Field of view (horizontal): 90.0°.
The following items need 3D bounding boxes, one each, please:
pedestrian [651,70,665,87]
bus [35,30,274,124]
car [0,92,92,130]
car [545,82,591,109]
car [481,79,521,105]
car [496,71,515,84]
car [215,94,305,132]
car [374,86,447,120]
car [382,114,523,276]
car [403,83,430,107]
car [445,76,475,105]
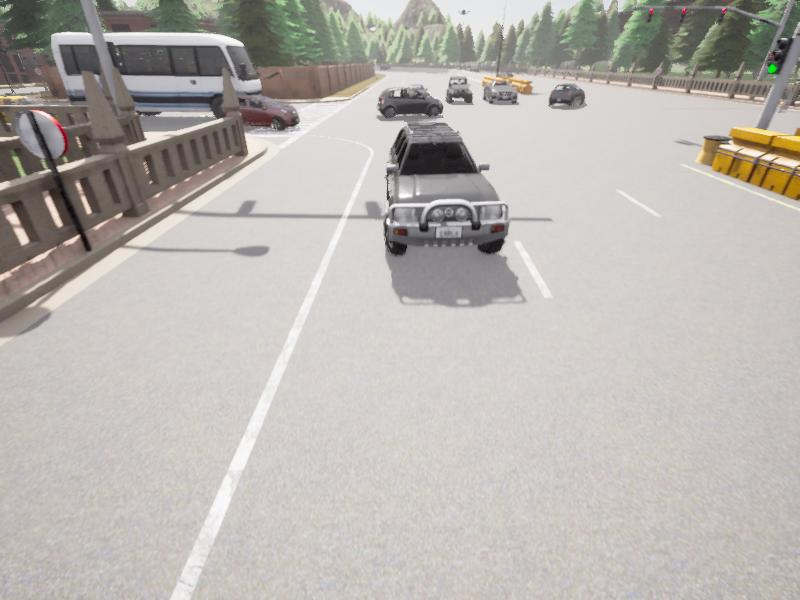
[{"bbox_3d":[31.943,-27.476,49.584,0.751,1.860,0.751,2,31,3],"label":"pedestrian"},{"bbox_3d":[-13.232,-12.684,22.862,10.273,4.253,3.944,1,31,1],"label":"bus"},{"bbox_3d":[-19.386,-9.739,20.553,5.366,1.575,1.801,0,31,1],"label":"car"},{"bbox_3d":[12.754,-15.552,30.316,1.845,1.501,3.633,23,38,32],"label":"car"},{"bbox_3d":[8.298,-17.393,33.304,2.152,1.651,5.027,1,31,1],"label":"car"},{"bbox_3d":[16.183,-34.362,61.684,1.851,1.617,3.988,1,31,1],"label":"car"},{"bbox_3d":[-6.891,-9.371,19.983,3.633,1.501,1.845,5,31,9],"label":"car"},{"bbox_3d":[0.588,-12.008,24.313,3.988,1.617,1.851,-6,31,-11],"label":"car"},{"bbox_3d":[0.660,-2.396,7.984,1.932,1.855,4.605,-2,31,-2],"label":"car"},{"bbox_3d":[1.236,-16.372,31.842,1.994,1.385,4.181,0,31,0],"label":"car"},{"bbox_3d":[4.768,-16.965,32.326,1.905,1.878,3.866,1,31,1],"label":"car"}]
